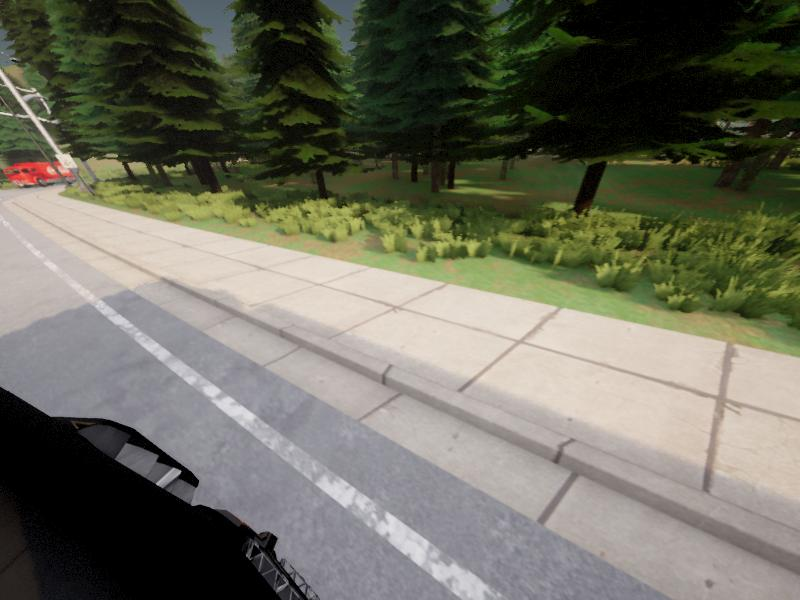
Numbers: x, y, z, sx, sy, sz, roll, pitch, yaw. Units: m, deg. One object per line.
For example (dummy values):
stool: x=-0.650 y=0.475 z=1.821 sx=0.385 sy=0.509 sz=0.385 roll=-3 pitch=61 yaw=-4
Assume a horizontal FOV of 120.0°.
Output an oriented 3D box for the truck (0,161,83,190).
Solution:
truck: x=-43.553 y=-15.214 z=28.048 sx=2.627 sy=2.467 sz=5.204 roll=-7 pitch=34 yaw=-6
